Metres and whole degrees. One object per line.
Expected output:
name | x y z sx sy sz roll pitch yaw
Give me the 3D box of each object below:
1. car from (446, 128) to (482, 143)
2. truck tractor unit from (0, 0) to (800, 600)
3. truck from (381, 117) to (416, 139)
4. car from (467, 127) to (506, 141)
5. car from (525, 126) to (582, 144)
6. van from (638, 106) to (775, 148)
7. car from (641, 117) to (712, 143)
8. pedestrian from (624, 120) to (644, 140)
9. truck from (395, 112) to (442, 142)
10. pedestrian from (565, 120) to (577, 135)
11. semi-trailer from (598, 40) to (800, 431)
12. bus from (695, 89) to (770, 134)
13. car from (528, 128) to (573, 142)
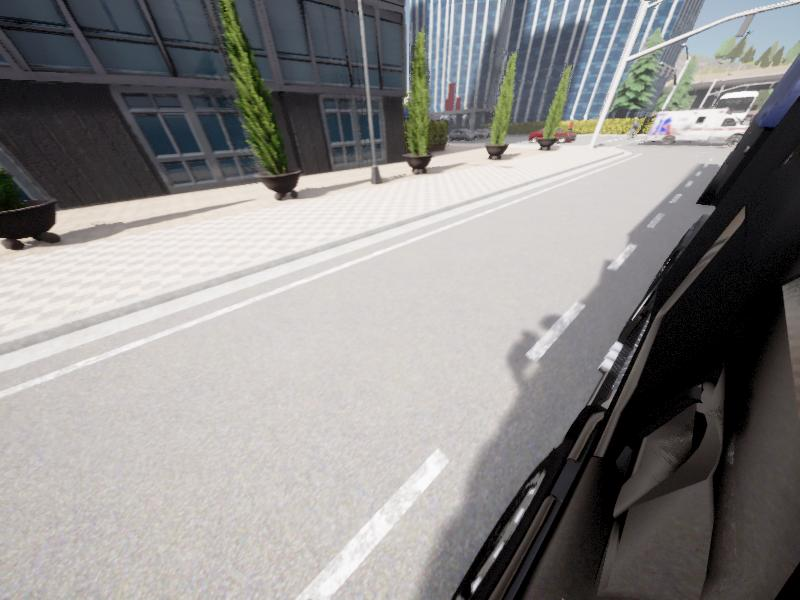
car | 9.534 -24.751 34.740 2.242 1.667 4.611 -28 44 -30
truck tractor unit | 2.645 -0.295 0.351 6.516 4.208 3.053 -28 44 -30
truck | -0.465 -38.843 52.346 2.891 3.827 8.468 -28 44 -30
car | 13.160 -25.522 35.580 1.930 1.638 5.238 -28 44 -30
car | 17.699 -19.154 26.897 1.882 1.535 5.008 -28 44 -30
van | 25.194 -14.504 19.504 2.351 2.431 6.366 -29 44 -30
car | 26.746 -16.472 22.490 1.905 1.878 3.866 -29 44 -30
pedestrian | 27.384 -19.926 27.050 0.751 1.860 0.751 -24 42 -27
truck | 2.994 -30.061 40.414 2.891 3.827 8.468 -27 43 -29
pedestrian | 27.645 -27.867 37.387 0.751 1.860 0.751 -25 42 -27
semi-trailer | 8.702 -3.594 4.237 14.254 4.402 2.717 -28 44 -30
bus | 46.019 -25.989 32.101 10.273 4.253 3.944 -28 44 -30
car | 19.304 -21.251 29.745 1.994 1.385 4.181 -28 44 -30
